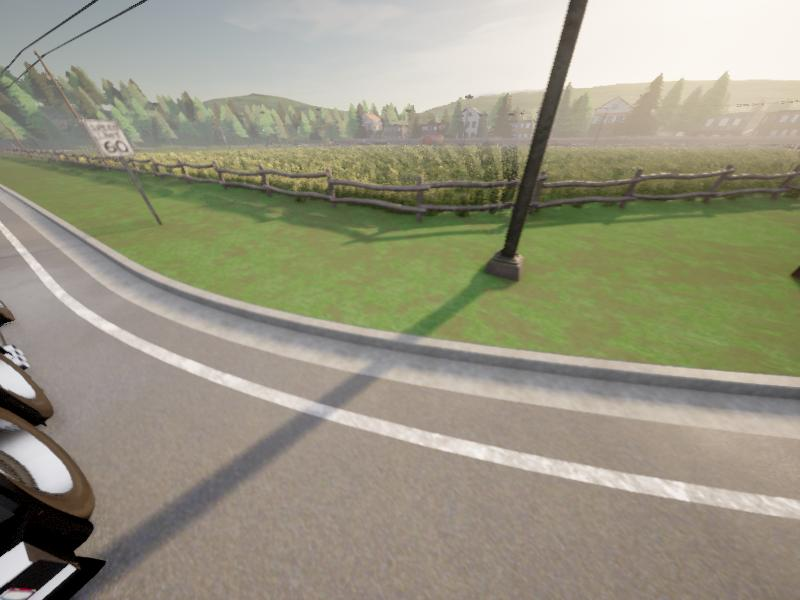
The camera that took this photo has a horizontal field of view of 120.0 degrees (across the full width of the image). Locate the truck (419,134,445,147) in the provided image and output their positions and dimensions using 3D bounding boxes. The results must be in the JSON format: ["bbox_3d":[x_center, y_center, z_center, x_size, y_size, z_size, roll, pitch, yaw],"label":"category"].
[{"bbox_3d":[11.654,-58.738,85.008,8.468,3.827,2.891,19,39,25],"label":"truck"}]

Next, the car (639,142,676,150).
[{"bbox_3d":[60.676,-36.449,54.546,5.366,1.575,1.801,19,39,25],"label":"car"}]

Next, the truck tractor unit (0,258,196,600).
[{"bbox_3d":[-5.102,-0.308,0.798,6.516,4.208,3.053,19,39,25],"label":"truck tractor unit"}]

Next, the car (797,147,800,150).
[{"bbox_3d":[87.772,-31.940,47.919,4.902,1.511,2.128,19,39,25],"label":"car"}]
